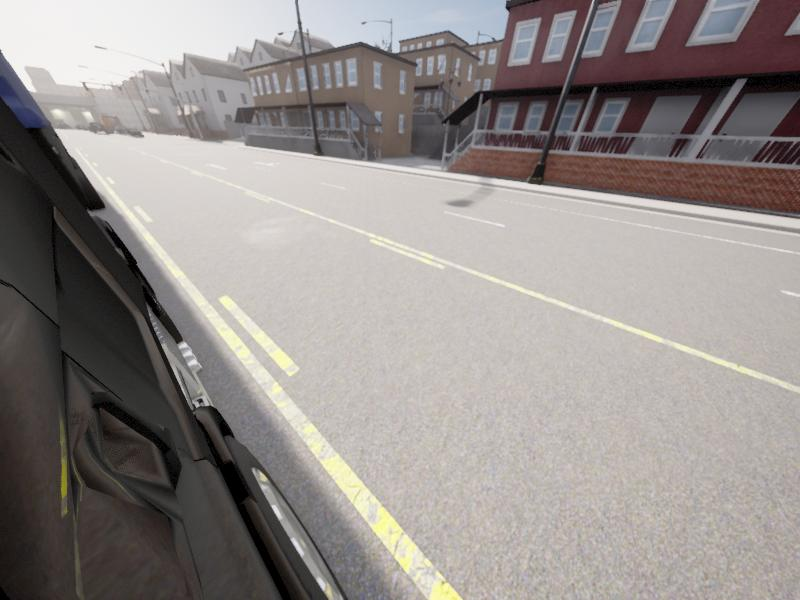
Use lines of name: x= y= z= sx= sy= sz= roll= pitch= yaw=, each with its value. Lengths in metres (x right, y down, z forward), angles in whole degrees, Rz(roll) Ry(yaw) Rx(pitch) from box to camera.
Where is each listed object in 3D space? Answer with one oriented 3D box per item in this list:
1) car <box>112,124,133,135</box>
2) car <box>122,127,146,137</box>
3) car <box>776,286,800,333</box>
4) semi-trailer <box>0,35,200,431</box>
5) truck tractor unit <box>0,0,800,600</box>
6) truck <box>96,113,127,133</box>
car: x=-62.142 y=-38.145 z=51.696 sx=4.553 sy=1.767 sz=2.097 roll=27 pitch=43 yaw=31
car: x=-51.926 y=-32.680 z=45.019 sx=5.357 sy=1.411 sz=2.033 roll=27 pitch=43 yaw=31
car: x=7.360 y=0.632 z=1.862 sx=3.988 sy=1.617 sz=1.851 roll=27 pitch=43 yaw=31
semi-trailer: x=-8.704 y=-3.538 z=4.314 sx=14.254 sy=4.402 sz=2.717 roll=27 pitch=42 yaw=30
truck tractor unit: x=-2.645 y=-0.295 z=0.351 sx=6.516 sy=4.208 sz=3.053 roll=28 pitch=44 yaw=30
truck: x=-72.595 y=-44.413 z=58.080 sx=8.468 sy=3.827 sz=2.891 roll=27 pitch=43 yaw=31
